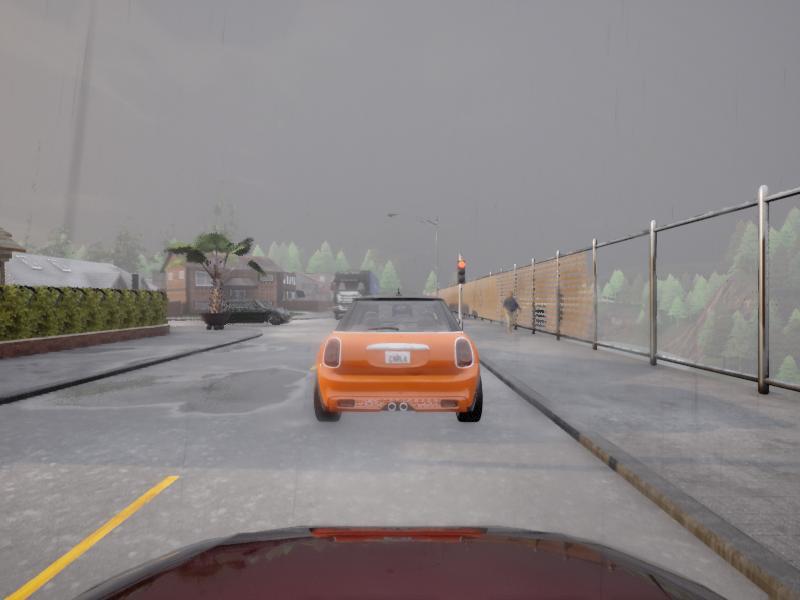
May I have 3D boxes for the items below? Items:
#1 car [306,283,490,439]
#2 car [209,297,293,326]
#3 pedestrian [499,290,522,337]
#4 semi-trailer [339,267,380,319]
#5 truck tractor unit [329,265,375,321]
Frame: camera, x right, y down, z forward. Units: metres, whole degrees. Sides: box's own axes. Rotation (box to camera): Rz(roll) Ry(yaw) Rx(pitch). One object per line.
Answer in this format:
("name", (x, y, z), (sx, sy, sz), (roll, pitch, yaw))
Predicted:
("car", (-0.001, 0.694, 6.836), (2.097, 1.767, 4.553), (0, 0, 1))
("car", (-9.191, 0.694, 25.047), (4.553, 1.767, 2.097), (0, 0, -4))
("pedestrian", (4.431, 0.533, 16.089), (0.751, 1.860, 0.751), (0, 0, 1))
("semi-trailer", (-3.804, -0.616, 41.362), (2.717, 4.402, 14.254), (0, 0, 0))
("truck tractor unit", (-3.837, -0.525, 33.452), (3.053, 4.208, 6.516), (0, -1, 0))
